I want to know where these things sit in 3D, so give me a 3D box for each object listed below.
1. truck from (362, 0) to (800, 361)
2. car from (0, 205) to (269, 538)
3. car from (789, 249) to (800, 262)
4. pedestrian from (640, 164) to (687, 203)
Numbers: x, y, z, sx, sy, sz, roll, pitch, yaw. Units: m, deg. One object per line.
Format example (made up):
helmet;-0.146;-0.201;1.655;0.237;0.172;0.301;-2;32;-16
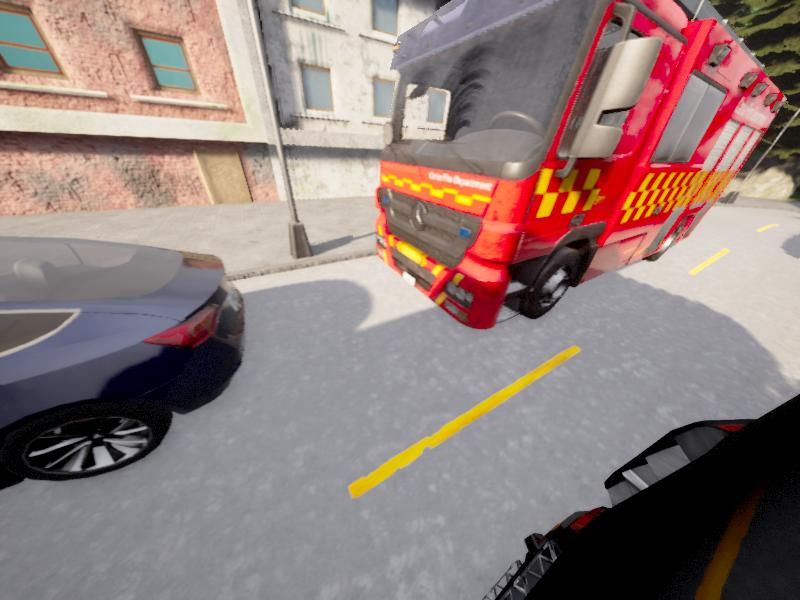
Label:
truck;3.833;-2.626;4.731;8.468;3.827;2.891;-17;38;-26
car;-3.798;0.574;1.457;4.792;1.488;2.163;-16;38;-26
car;13.834;-1.809;6.469;5.357;1.411;2.033;-14;37;-24
pedestrian;14.679;-6.500;12.947;0.751;1.860;0.751;-7;35;-14
